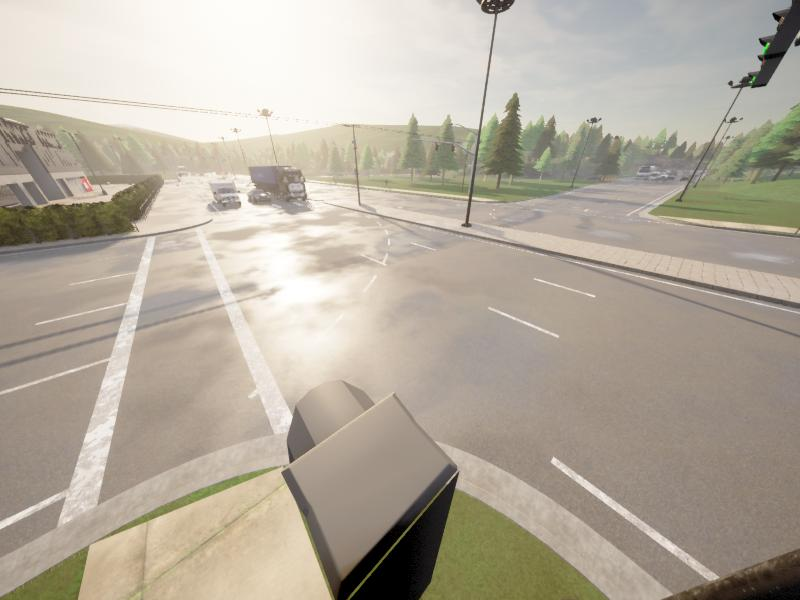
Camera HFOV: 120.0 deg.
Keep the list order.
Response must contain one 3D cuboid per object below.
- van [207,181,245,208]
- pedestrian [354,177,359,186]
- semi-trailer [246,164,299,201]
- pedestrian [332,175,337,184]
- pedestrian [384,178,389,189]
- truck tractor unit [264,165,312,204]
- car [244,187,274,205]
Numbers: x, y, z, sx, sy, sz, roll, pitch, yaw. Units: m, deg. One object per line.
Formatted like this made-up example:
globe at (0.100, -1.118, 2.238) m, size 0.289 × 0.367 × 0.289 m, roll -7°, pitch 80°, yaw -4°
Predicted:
van at (-21.292, -13.015, 28.221) m, size 2.351 × 2.431 × 6.366 m, roll -23°, pitch 37°, yaw -34°
pedestrian at (-10.234, -27.773, 53.997) m, size 0.751 × 1.860 × 0.751 m, roll -22°, pitch 37°, yaw -33°
semi-trailer at (-20.090, -18.561, 35.838) m, size 2.717 × 4.402 × 14.254 m, roll -23°, pitch 37°, yaw -34°
pedestrian at (-17.393, -32.040, 61.387) m, size 0.751 × 1.860 × 0.751 m, roll -23°, pitch 37°, yaw -34°
pedestrian at (-2.675, -23.265, 46.189) m, size 0.751 × 1.860 × 0.751 m, roll -22°, pitch 36°, yaw -33°
truck tractor unit at (-14.948, -15.467, 30.679) m, size 3.053 × 4.208 × 6.516 m, roll -23°, pitch 37°, yaw -34°
car at (-18.527, -13.705, 30.309) m, size 2.038 × 1.542 × 4.974 m, roll -23°, pitch 38°, yaw -34°
